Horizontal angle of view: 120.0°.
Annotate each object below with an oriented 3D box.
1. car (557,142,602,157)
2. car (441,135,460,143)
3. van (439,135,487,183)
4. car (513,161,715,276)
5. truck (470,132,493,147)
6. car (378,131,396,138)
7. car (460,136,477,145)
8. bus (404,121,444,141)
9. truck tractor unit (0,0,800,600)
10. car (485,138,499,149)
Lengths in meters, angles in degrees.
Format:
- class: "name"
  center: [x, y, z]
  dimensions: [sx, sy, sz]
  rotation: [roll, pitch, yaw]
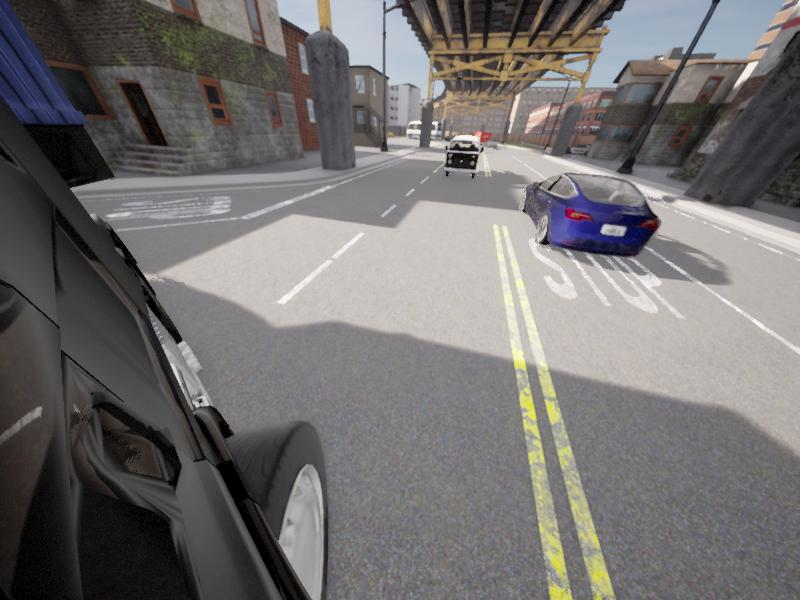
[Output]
- class: "car"
  center: [27.337, -23.025, 35.372]
  dimensions: [2.038, 1.542, 4.974]
  rotation: [-29, 47, -35]
- class: "car"
  center: [13.552, -43.519, 62.263]
  dimensions: [1.837, 1.490, 4.892]
  rotation: [-22, 43, -30]
- class: "van"
  center: [3.867, -8.694, 14.005]
  dimensions: [2.069, 2.038, 4.480]
  rotation: [11, 37, 11]
- class: "car"
  center: [4.759, -2.632, 6.324]
  dimensions: [2.163, 1.488, 4.792]
  rotation: [11, 37, 11]
- class: "truck"
  center: [17.847, -35.452, 50.817]
  dimensions: [2.627, 2.467, 5.204]
  rotation: [-1, 37, -5]
- class: "car"
  center: [-3.993, -50.758, 70.851]
  dimensions: [5.008, 1.535, 1.882]
  rotation: [10, 37, 10]
- class: "car"
  center: [16.761, -39.260, 56.807]
  dimensions: [1.970, 1.475, 3.806]
  rotation: [-10, 38, -17]
- class: "bus"
  center: [6.760, -48.901, 66.770]
  dimensions: [10.273, 4.253, 3.944]
  rotation: [23, 41, 25]
- class: "truck tractor unit"
  center: [-2.645, -0.295, 0.351]
  dimensions: [6.516, 4.208, 3.053]
  rotation: [28, 44, 30]
- class: "car"
  center: [17.287, -29.577, 43.613]
  dimensions: [1.845, 1.501, 3.633]
  rotation: [9, 37, 8]
